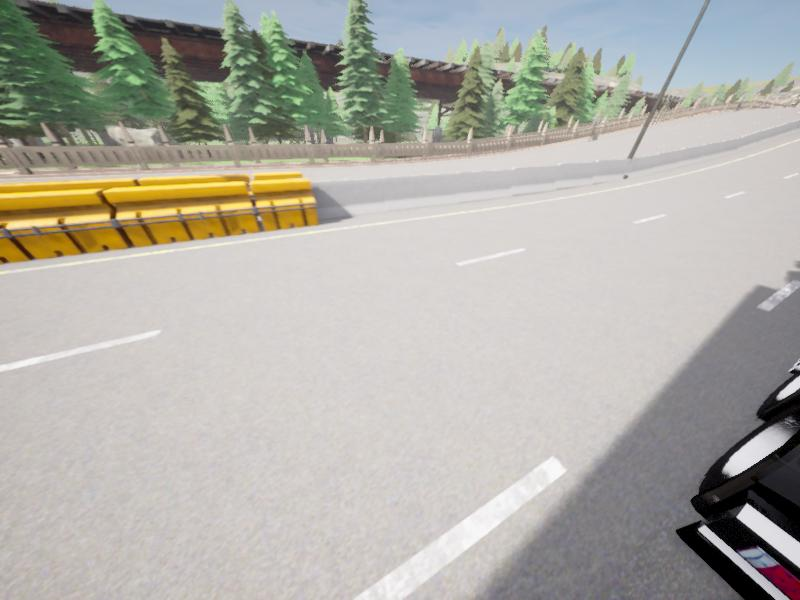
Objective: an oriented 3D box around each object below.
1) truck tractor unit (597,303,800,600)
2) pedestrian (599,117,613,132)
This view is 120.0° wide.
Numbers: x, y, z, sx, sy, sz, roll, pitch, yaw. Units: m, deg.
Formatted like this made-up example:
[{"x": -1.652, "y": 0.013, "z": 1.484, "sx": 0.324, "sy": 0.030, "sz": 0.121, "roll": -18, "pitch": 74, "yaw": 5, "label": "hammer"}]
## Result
[{"x": 5.175, "y": -0.228, "z": 0.697, "sx": 6.516, "sy": 4.208, "sz": 3.053, "roll": -15, "pitch": 38, "yaw": -21, "label": "truck tractor unit"}, {"x": 32.178, "y": -27.381, "z": 36.127, "sx": 0.751, "sy": 1.860, "sz": 0.751, "roll": -15, "pitch": 38, "yaw": -21, "label": "pedestrian"}]
